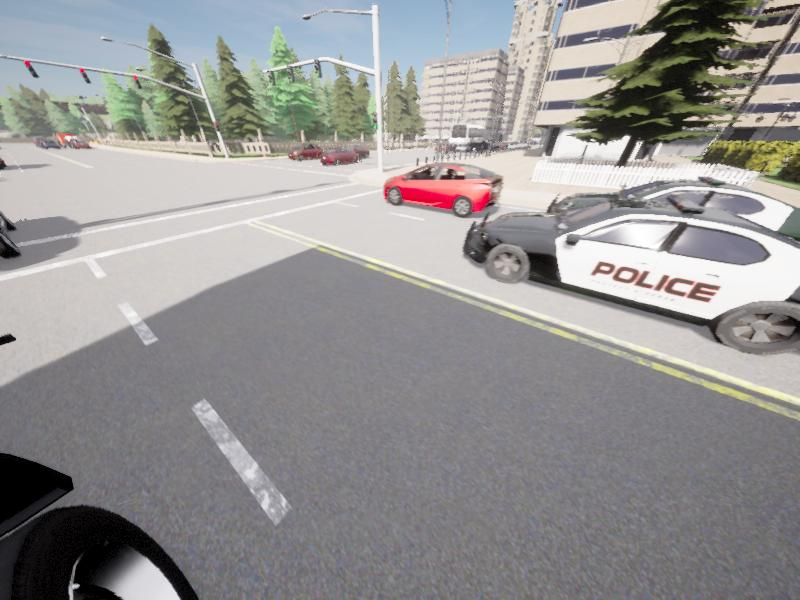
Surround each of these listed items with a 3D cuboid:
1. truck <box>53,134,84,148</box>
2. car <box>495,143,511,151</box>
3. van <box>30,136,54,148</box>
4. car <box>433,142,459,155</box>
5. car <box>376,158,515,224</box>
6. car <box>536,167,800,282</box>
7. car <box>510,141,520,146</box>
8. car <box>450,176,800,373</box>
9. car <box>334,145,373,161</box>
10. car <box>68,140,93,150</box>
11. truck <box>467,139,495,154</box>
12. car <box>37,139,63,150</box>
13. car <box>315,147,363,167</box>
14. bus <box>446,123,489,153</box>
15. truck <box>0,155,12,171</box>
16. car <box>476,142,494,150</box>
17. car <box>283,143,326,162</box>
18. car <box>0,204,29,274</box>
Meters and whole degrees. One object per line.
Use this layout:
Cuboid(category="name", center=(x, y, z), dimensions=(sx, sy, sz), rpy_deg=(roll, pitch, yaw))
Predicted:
Cuboid(category="truck", center=(-72.641, -34.853, 50.591), dimensions=(5.204, 2.467, 2.627), rpy_deg=(22, 41, 28))
Cuboid(category="car", center=(22.829, -34.136, 51.367), dimensions=(1.994, 1.385, 4.181), rpy_deg=(22, 41, 28))
Cuboid(category="van", center=(-77.669, -34.240, 50.097), dimensions=(4.442, 1.987, 1.775), rpy_deg=(22, 41, 28))
Cuboid(category="car", center=(7.753, -25.439, 38.672), dimensions=(2.152, 1.651, 5.027), rpy_deg=(22, 41, 28))
Cuboid(category="car", center=(1.487, -4.303, 8.706), dimensions=(4.514, 1.525, 2.007), rpy_deg=(23, 41, 29))
Cuboid(category="car", center=(6.559, -2.194, 5.754), dimensions=(4.974, 1.542, 2.038), rpy_deg=(22, 41, 28))
Cuboid(category="car", center=(41.587, -56.497, 83.244), dimensions=(1.994, 1.385, 4.181), rpy_deg=(22, 41, 28))
Cuboid(category="car", center=(3.679, -0.907, 3.901), dimensions=(4.974, 1.542, 2.038), rpy_deg=(22, 41, 28))
Cuboid(category="car", center=(-5.556, -17.994, 28.145), dimensions=(1.812, 1.442, 4.674), rpy_deg=(22, 41, 28))
Cuboid(category="car", center=(-61.841, -30.044, 44.723), dimensions=(3.806, 1.475, 1.970), rpy_deg=(22, 41, 28))
Cuboid(category="truck", center=(14.728, -27.886, 41.792), dimensions=(2.390, 2.098, 6.274), rpy_deg=(23, 41, 29))
Cuboid(category="car", center=(-66.314, -29.460, 43.741), dimensions=(3.988, 1.617, 1.851), rpy_deg=(22, 41, 28))
Cuboid(category="car", center=(-5.895, -14.264, 22.913), dimensions=(1.994, 1.385, 4.181), rpy_deg=(23, 41, 29))
Cuboid(category="bus", center=(13.065, -30.964, 44.278), dimensions=(3.944, 4.253, 10.273), rpy_deg=(22, 41, 28))
Cuboid(category="truck", center=(-33.028, -11.329, 17.550), dimensions=(5.204, 2.467, 2.627), rpy_deg=(22, 41, 28))
Cuboid(category="car", center=(19.042, -34.611, 51.884), dimensions=(2.128, 1.511, 4.902), rpy_deg=(22, 41, 28))
Cuboid(category="car", center=(-10.956, -17.220, 26.858), dimensions=(1.851, 1.617, 3.988), rpy_deg=(24, 41, 29))
Cuboid(category="car", center=(-10.387, -1.761, 4.894), dimensions=(5.238, 1.638, 1.930), rpy_deg=(22, 41, 28))
